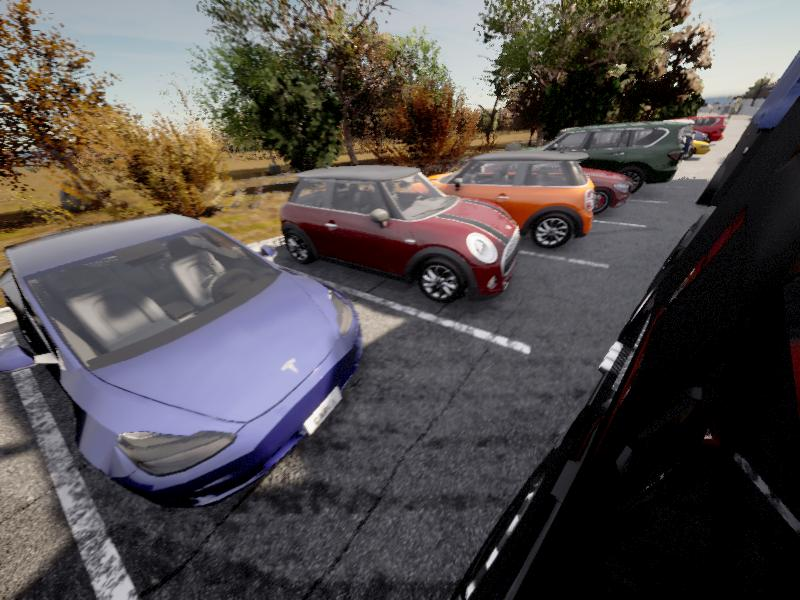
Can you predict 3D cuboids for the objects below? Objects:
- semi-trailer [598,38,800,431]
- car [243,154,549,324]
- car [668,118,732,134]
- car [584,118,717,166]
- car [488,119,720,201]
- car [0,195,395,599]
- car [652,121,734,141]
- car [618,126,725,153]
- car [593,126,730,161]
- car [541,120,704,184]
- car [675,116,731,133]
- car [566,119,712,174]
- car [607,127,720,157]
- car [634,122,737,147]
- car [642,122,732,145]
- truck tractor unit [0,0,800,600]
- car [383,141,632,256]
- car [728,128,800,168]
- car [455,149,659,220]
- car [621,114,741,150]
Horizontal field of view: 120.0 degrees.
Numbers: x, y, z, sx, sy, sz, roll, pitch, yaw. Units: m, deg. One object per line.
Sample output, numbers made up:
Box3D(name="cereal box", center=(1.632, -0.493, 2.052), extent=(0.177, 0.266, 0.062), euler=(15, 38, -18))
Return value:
Box3D(name="semi-trailer", center=(8.691, -3.596, 4.252), extent=(14.254, 4.402, 2.717), euler=(-28, 43, -30))
Box3D(name="car", center=(-0.174, -1.564, 4.316), extent=(4.553, 1.767, 2.185), euler=(17, 40, 25))
Box3D(name="car", center=(44.654, -25.987, 34.567), extent=(5.366, 1.575, 1.946), euler=(15, 40, 23))
Box3D(name="car", center=(13.609, -8.877, 13.113), extent=(4.442, 1.987, 1.878), euler=(17, 40, 25))
Box3D(name="car", center=(6.651, -5.295, 8.694), extent=(5.566, 2.045, 2.435), euler=(17, 41, 25))
Box3D(name="car", center=(-2.711, -0.045, 2.692), extent=(4.792, 1.488, 2.163), euler=(17, 40, 25))
Box3D(name="car", center=(31.635, -18.446, 25.234), extent=(5.008, 1.535, 2.097), euler=(16, 40, 25))
Box3D(name="car", center=(20.372, -12.329, 17.761), extent=(4.792, 1.488, 2.163), euler=(17, 40, 25))
Box3D(name="car", center=(15.956, -9.889, 14.699), extent=(5.366, 1.575, 1.946), euler=(17, 40, 25))
Box3D(name="car", center=(9.057, -6.451, 10.136), extent=(4.442, 1.987, 1.878), euler=(17, 40, 25))
Box3D(name="car", center=(46.997, -27.311, 35.990), extent=(4.553, 1.767, 2.185), euler=(14, 40, 23))
Box3D(name="car", center=(11.333, -7.664, 11.624), extent=(4.442, 1.987, 1.878), euler=(17, 40, 25))
Box3D(name="car", center=(18.043, -11.128, 16.294), extent=(4.792, 1.488, 2.163), euler=(17, 41, 25))
Box3D(name="car", center=(25.045, -14.742, 20.656), extent=(5.366, 1.575, 1.946), euler=(17, 40, 25))
Box3D(name="car", center=(27.144, -15.999, 22.225), extent=(4.892, 1.521, 2.231), euler=(16, 41, 25))
Box3D(name="truck tractor unit", center=(2.645, -0.295, 0.352), extent=(6.516, 4.208, 3.053), euler=(-28, 44, -30))
Box3D(name="car", center=(2.154, -2.754, 5.769), extent=(4.553, 1.767, 2.185), euler=(17, 41, 25))
Box3D(name="car", center=(19.553, -8.120, 12.214), extent=(4.181, 1.385, 1.994), euler=(-28, 43, -30))
Box3D(name="car", center=(4.414, -3.844, 7.371), extent=(4.674, 1.452, 2.002), euler=(17, 40, 25))
Box3D(name="car", center=(22.578, -13.779, 19.104), extent=(5.566, 2.045, 2.435), euler=(17, 41, 25))
